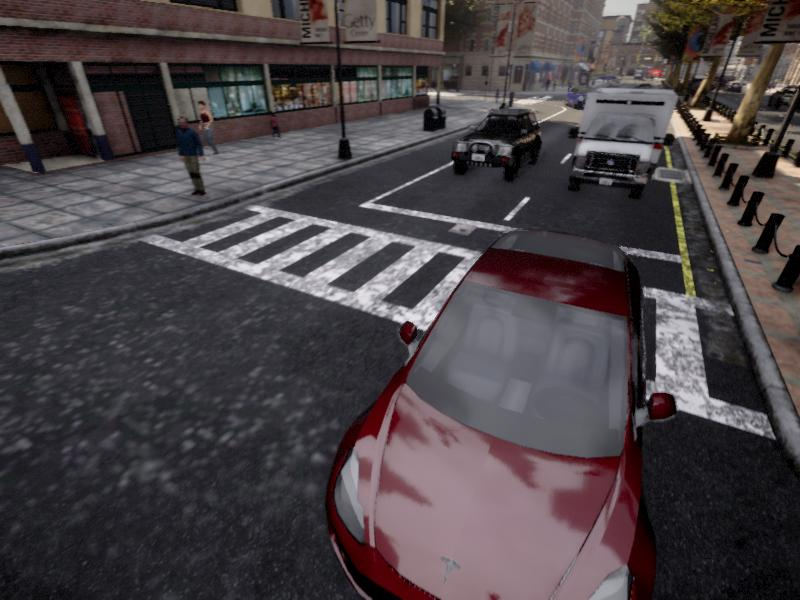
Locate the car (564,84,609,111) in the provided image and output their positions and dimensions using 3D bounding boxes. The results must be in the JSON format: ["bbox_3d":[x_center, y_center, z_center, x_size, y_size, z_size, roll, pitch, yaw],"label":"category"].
[{"bbox_3d":[15.804,-17.355,34.208,2.097,1.767,4.553,3,30,6],"label":"car"}]

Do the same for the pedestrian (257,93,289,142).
[{"bbox_3d":[-5.492,-7.925,17.376,0.751,1.860,0.751,17,34,25],"label":"pedestrian"}]

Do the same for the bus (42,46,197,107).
[{"bbox_3d":[-24.835,-20.461,36.620,3.944,4.253,10.273,16,34,24],"label":"bus"}]

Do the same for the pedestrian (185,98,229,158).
[{"bbox_3d":[-6.904,-6.183,14.372,0.751,1.860,0.751,21,36,31],"label":"pedestrian"}]

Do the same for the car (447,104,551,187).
[{"bbox_3d":[3.434,-5.366,13.428,1.932,1.855,4.605,16,33,24],"label":"car"}]

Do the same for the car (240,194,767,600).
[{"bbox_3d":[1.240,0.459,3.805,2.163,1.488,4.792,15,33,23],"label":"car"}]

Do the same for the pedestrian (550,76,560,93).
[{"bbox_3d":[20.735,-28.871,53.598,0.751,1.860,0.751,15,33,24],"label":"pedestrian"}]

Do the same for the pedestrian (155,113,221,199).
[{"bbox_3d":[-5.164,-3.543,9.865,0.751,1.860,0.751,5,31,7],"label":"pedestrian"}]

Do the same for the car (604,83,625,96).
[{"bbox_3d":[28.675,-28.154,53.361,1.895,1.301,4.718,16,34,24],"label":"car"}]

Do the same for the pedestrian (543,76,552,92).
[{"bbox_3d":[19.896,-29.053,53.901,0.751,1.860,0.751,10,32,15],"label":"pedestrian"}]

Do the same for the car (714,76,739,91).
[{"bbox_3d":[54.186,-36.043,66.460,2.150,2.045,5.566,16,34,24],"label":"car"}]

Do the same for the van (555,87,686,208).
[{"bbox_3d":[6.868,-5.079,12.429,2.351,2.431,6.366,16,34,24],"label":"van"}]

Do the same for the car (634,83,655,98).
[{"bbox_3d":[30.078,-25.830,49.255,1.812,1.442,4.674,16,34,24],"label":"car"}]

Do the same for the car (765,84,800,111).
[{"bbox_3d":[34.484,-17.998,35.446,1.932,1.855,4.605,16,34,24],"label":"car"}]

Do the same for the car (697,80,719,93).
[{"bbox_3d":[45.723,-31.755,59.541,1.837,1.490,4.892,16,34,24],"label":"car"}]

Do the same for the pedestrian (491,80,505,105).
[{"bbox_3d":[8.735,-18.505,35.684,0.751,1.860,0.751,16,34,24],"label":"pedestrian"}]

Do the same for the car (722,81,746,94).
[{"bbox_3d":[49.875,-31.832,59.832,1.970,1.475,3.806,16,34,24],"label":"car"}]
